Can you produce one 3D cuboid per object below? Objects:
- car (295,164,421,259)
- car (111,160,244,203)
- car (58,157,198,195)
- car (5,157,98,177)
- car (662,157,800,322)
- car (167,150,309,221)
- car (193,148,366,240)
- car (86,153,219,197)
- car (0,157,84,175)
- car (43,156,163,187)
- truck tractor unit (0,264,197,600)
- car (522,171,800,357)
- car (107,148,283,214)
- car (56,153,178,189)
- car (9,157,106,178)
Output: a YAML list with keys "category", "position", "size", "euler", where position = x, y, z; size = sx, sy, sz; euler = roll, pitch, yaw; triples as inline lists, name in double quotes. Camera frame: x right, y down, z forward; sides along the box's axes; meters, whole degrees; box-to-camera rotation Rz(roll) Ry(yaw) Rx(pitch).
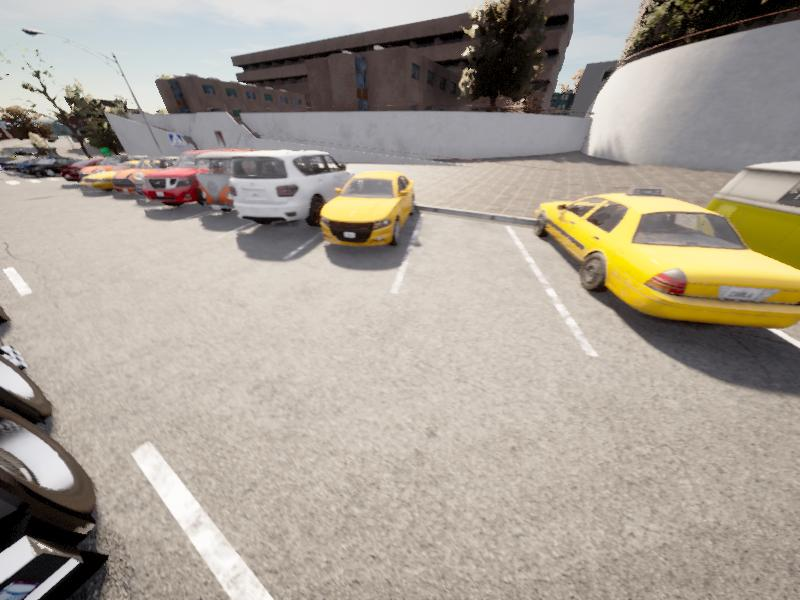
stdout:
- category: "car"
  position: [-0.707, -3.079, 7.109]
  size: [2.097, 1.535, 5.008]
  euler: [6, 35, 8]
- category: "car"
  position: [-11.020, -6.348, 12.083]
  size: [2.002, 1.452, 4.674]
  euler: [5, 34, 8]
- category: "car"
  position: [-16.201, -7.900, 14.401]
  size: [1.946, 1.575, 5.366]
  euler: [5, 34, 9]
- category: "car"
  position: [-36.766, -14.285, 24.673]
  size: [2.097, 1.535, 5.008]
  euler: [5, 34, 9]
- category: "car"
  position: [7.012, -0.685, 3.192]
  size: [1.878, 1.987, 4.442]
  euler: [6, 35, 8]
- category: "car"
  position: [-5.885, -4.861, 9.354]
  size: [1.878, 1.987, 4.442]
  euler: [6, 34, 8]
- category: "car"
  position: [-3.288, -4.135, 8.220]
  size: [2.435, 2.045, 5.566]
  euler: [5, 34, 9]
- category: "car"
  position: [-13.593, -7.312, 13.261]
  size: [2.185, 1.767, 4.553]
  euler: [5, 34, 9]
- category: "car"
  position: [-41.871, -15.818, 27.234]
  size: [2.231, 1.521, 4.892]
  euler: [5, 34, 10]
- category: "car"
  position: [-21.334, -9.597, 17.061]
  size: [2.097, 1.535, 5.008]
  euler: [5, 34, 9]
- category: "truck tractor unit"
  position: [-5.118, -0.292, 0.784]
  size: [6.516, 4.208, 3.053]
  euler: [18, 39, 24]
- category: "car"
  position: [4.476, -1.507, 4.795]
  size: [1.946, 1.575, 5.366]
  euler: [5, 35, 8]
- category: "car"
  position: [-8.445, -5.752, 10.651]
  size: [2.435, 2.045, 5.566]
  euler: [6, 34, 8]
- category: "car"
  position: [-18.746, -8.924, 15.766]
  size: [2.185, 1.767, 4.553]
  euler: [5, 34, 9]
- category: "car"
  position: [-34.204, -13.518, 23.400]
  size: [2.097, 1.535, 5.008]
  euler: [5, 34, 9]
